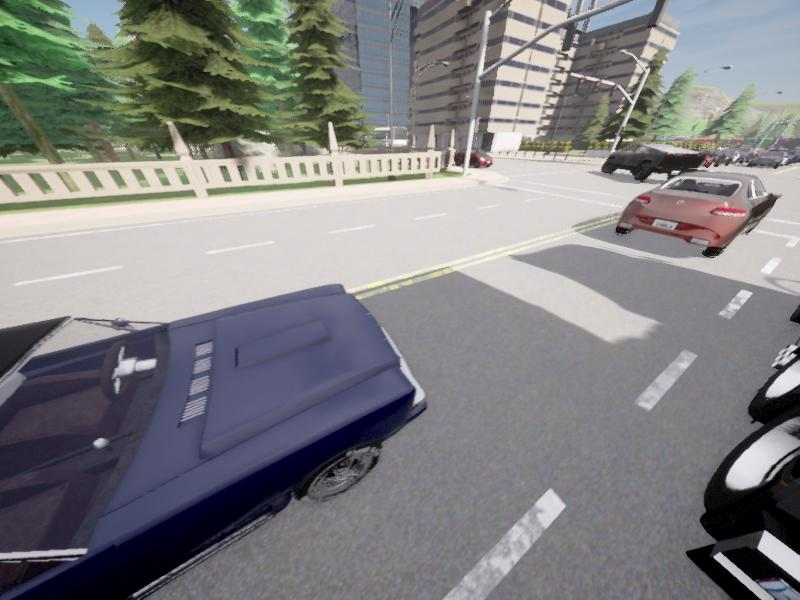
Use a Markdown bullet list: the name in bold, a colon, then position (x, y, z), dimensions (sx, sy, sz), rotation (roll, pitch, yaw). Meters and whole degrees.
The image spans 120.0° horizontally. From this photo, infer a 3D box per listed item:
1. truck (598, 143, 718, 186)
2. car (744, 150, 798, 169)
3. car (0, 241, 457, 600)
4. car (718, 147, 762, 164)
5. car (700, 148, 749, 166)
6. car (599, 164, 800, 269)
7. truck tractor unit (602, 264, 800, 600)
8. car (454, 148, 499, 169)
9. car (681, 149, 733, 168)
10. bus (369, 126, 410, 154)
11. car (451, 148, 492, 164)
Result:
- **truck**: position (17.543, -9.869, 16.496), dimensions (2.390, 2.098, 6.274), rotation (7, 35, 8)
- **car**: position (39.213, -14.919, 24.419), dimensions (4.974, 1.542, 2.038), rotation (-18, 39, -24)
- **car**: position (-2.177, 0.967, 1.467), dimensions (4.718, 1.301, 1.895), rotation (-18, 39, -24)
- **car**: position (44.414, -18.958, 30.182), dimensions (4.856, 1.649, 2.033), rotation (-18, 39, -24)
- **car**: position (38.387, -16.956, 27.343), dimensions (4.974, 1.542, 2.038), rotation (-18, 39, -24)
- **car**: position (8.388, -2.633, 6.437), dimensions (5.027, 1.651, 2.152), rotation (-19, 39, -25)
- **truck tractor unit**: position (5.108, -0.304, 0.784), dimensions (6.516, 4.208, 3.053), rotation (-18, 39, -24)
- **car**: position (7.504, -14.290, 23.214), dimensions (1.851, 1.617, 3.988), rotation (-17, 38, -23)
- **car**: position (32.954, -15.226, 24.818), dimensions (4.514, 1.525, 2.007), rotation (-17, 38, -23)
- **bus**: position (-2.408, -33.179, 48.000), dimensions (3.944, 4.253, 10.273), rotation (-18, 39, -24)
- **car**: position (8.431, -17.374, 27.802), dimensions (1.812, 1.442, 4.674), rotation (-18, 39, -24)
